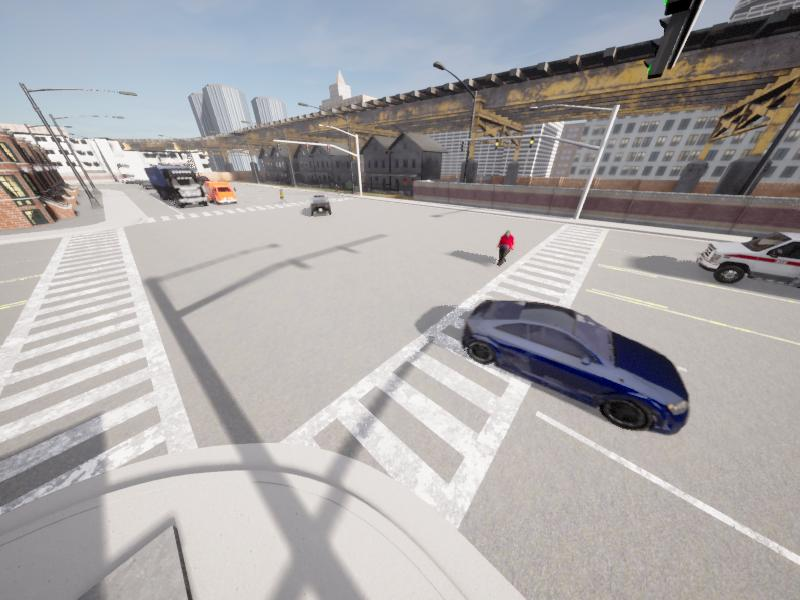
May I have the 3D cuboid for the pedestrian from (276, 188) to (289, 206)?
[{"bbox_3d":[-14.411,-12.626,28.263,0.751,1.860,0.751,21,36,32],"label":"pedestrian"}]

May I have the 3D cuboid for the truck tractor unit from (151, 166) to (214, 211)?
[{"bbox_3d":[-25.095,-13.030,26.656,6.516,4.208,3.053,23,37,35],"label":"truck tractor unit"}]

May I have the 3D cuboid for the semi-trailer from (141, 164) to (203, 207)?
[{"bbox_3d":[-31.049,-15.724,31.125,14.254,4.402,2.717,24,38,35],"label":"semi-trailer"}]

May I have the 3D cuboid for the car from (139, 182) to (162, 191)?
[{"bbox_3d":[-50.249,-22.852,46.489,5.357,1.411,2.033,22,37,33],"label":"car"}]

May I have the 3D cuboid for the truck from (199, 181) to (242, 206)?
[{"bbox_3d":[-23.037,-13.734,29.630,5.204,2.467,2.627,24,38,36],"label":"truck"}]

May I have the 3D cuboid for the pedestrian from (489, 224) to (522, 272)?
[{"bbox_3d":[4.757,-2.354,10.470,0.751,1.860,0.751,-24,38,-35],"label":"pedestrian"}]

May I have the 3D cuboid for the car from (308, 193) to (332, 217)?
[{"bbox_3d":[-8.339,-9.973,23.936,1.930,1.638,5.238,-9,31,-16],"label":"car"}]

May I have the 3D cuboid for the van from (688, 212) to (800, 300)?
[{"bbox_3d":[15.664,-1.276,8.085,6.366,2.431,2.351,24,38,35],"label":"van"}]

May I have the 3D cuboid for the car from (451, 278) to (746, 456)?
[{"bbox_3d":[3.582,0.976,5.243,4.181,1.385,1.994,20,35,30],"label":"car"}]

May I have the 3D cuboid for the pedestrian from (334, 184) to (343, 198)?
[{"bbox_3d":[-9.499,-16.844,35.569,0.751,1.860,0.751,18,35,29],"label":"pedestrian"}]

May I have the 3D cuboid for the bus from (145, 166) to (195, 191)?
[{"bbox_3d":[-48.644,-25.844,48.820,10.273,4.253,3.944,19,34,30],"label":"bus"}]

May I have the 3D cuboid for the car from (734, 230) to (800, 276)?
[{"bbox_3d":[19.105,-1.643,9.755,5.357,1.411,2.033,24,38,35],"label":"car"}]
